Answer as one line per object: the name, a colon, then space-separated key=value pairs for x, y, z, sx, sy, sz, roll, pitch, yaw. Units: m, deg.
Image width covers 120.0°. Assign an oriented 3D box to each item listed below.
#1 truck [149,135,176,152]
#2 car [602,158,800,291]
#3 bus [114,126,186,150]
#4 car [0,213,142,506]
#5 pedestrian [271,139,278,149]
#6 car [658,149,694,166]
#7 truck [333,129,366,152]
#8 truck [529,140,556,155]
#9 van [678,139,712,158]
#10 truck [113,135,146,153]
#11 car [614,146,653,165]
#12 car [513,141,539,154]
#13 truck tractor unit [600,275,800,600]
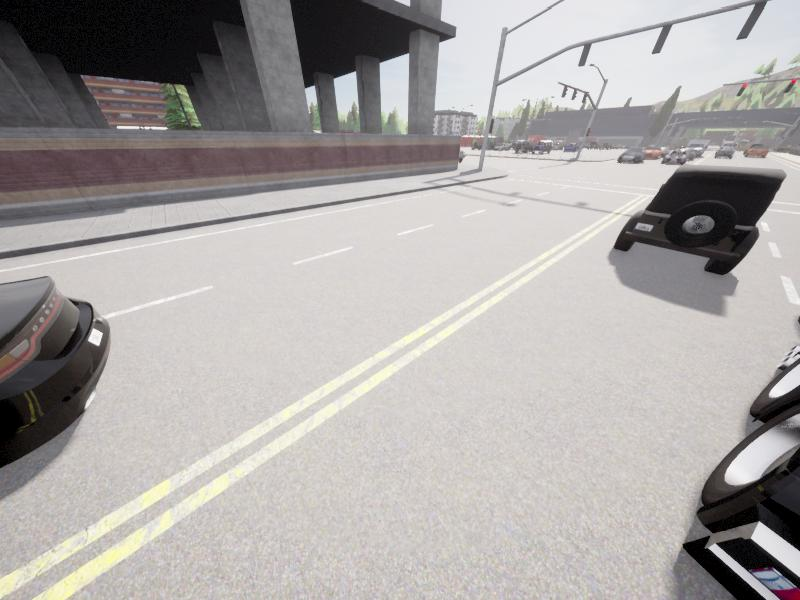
truck: x=-44.229 y=-29.201 z=43.060 sx=2.615 sy=2.467 sz=5.204 roll=-26 pitch=42 yaw=-32
car: x=6.884 y=-2.072 z=5.367 sx=3.866 sy=1.878 sz=1.905 roll=-26 pitch=42 yaw=-32
bus: x=-57.529 y=-37.592 z=53.696 sx=10.273 sy=4.253 sz=3.944 roll=-25 pitch=42 yaw=-32
car: x=-5.085 y=1.152 z=0.862 sx=5.238 sy=1.638 sz=1.930 roll=-26 pitch=42 yaw=-32
pedestrian: x=-29.072 y=-36.211 z=53.646 sx=0.751 sy=1.860 sz=0.751 roll=-26 pitch=43 yaw=-33
car: x=31.679 y=-16.387 z=26.464 sx=3.806 sy=1.475 sz=1.970 roll=-27 pitch=43 yaw=-33
truck: x=-11.367 y=-35.477 z=51.333 sx=2.891 sy=3.827 sz=8.468 roll=-26 pitch=43 yaw=-32
truck: x=25.066 y=-26.841 z=40.612 sx=4.478 sy=2.038 sz=2.069 roll=-26 pitch=42 yaw=-32
van: x=49.101 y=-25.181 z=38.388 sx=6.366 sy=2.431 sz=2.351 roll=-26 pitch=42 yaw=-32
truck: x=-47.527 y=-27.625 z=40.773 sx=2.615 sy=2.467 sz=5.204 roll=-26 pitch=42 yaw=-32
car: x=27.918 y=-17.311 z=27.617 sx=4.856 sy=1.649 sz=2.033 roll=-26 pitch=42 yaw=-32
car: x=23.150 y=-28.013 z=42.442 sx=4.605 sy=1.855 sz=1.932 roll=-26 pitch=42 yaw=-32
truck tractor unit: x=5.129 y=-0.283 z=0.756 sx=6.516 sy=4.208 sz=3.053 roll=-18 pitch=39 yaw=-23
